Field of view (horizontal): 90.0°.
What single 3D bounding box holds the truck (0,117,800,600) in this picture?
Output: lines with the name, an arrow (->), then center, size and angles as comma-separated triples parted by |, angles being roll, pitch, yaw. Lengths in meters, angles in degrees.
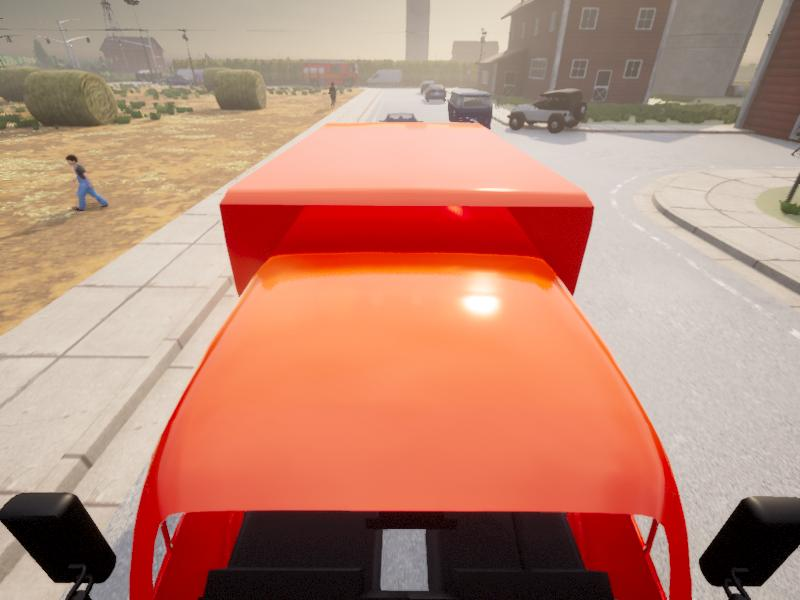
truck -> 0.028, 0.086, 3.426 | 2.627, 2.467, 5.204 | 0, 30, 0

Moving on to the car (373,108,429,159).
car -> 0.037, -6.961, 16.535 | 1.994, 1.385, 4.181 | 0, 30, 0

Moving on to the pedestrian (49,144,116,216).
pedestrian -> -6.987, -2.658, 8.829 | 0.751, 1.300, 0.751 | -22, 37, -33

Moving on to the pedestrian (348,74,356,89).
pedestrian -> -7.001, -32.060, 58.611 | 0.751, 1.860, 0.751 | 11, 32, 17

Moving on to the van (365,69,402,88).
van -> -2.606, -36.097, 65.256 | 5.915, 2.561, 1.988 | 1, 30, 1

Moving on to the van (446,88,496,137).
van -> 3.548, -9.892, 20.951 | 1.775, 1.987, 4.442 | 0, 30, 0

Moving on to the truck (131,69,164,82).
truck -> -50.675, -45.179, 80.544 | 2.390, 2.098, 6.274 | 1, 30, 1

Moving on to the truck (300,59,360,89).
truck -> -10.645, -35.000, 61.987 | 8.468, 3.827, 2.891 | 1, 30, 1

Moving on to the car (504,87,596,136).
car -> 7.725, -9.966, 20.985 | 1.905, 1.878, 3.866 | -30, 40, -32

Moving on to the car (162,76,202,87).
car -> -34.184, -34.370, 62.906 | 4.792, 1.488, 2.163 | 1, 30, 1

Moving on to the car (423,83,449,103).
car -> 3.599, -21.149, 40.771 | 2.163, 1.488, 4.792 | 0, 30, 0

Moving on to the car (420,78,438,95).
car -> 3.621, -27.464, 51.416 | 1.930, 1.638, 5.238 | 0, 30, 0

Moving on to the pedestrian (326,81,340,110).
pedestrian -> -5.004, -15.308, 29.937 | 0.751, 1.860, 0.751 | 6, 31, 9

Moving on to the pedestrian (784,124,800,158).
pedestrian -> 15.151, -5.971, 15.016 | 0.500, 1.100, 0.500 | 0, 30, -1

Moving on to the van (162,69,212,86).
van -> -34.856, -36.532, 65.657 | 6.366, 2.431, 2.351 | 1, 30, 1

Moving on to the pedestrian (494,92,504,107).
pedestrian -> 8.135, -16.493, 32.901 | 0.500, 1.100, 0.500 | -15, 33, -24
